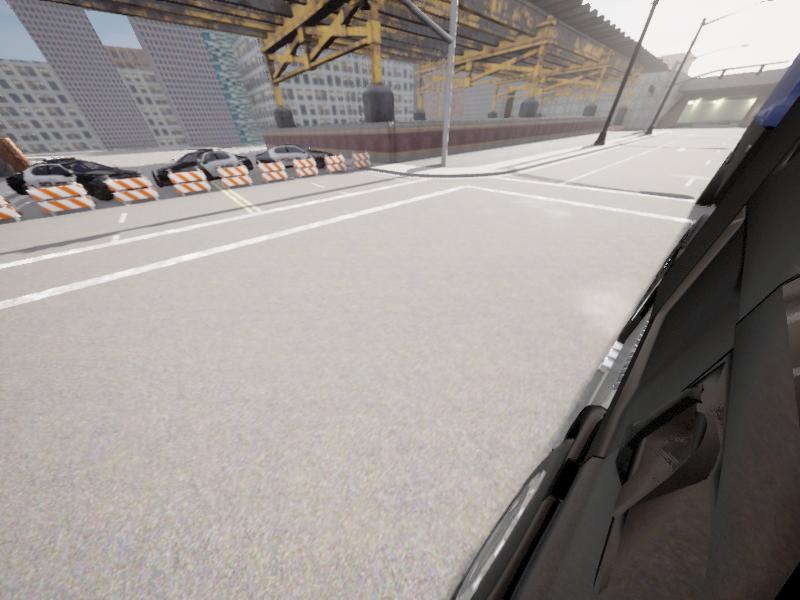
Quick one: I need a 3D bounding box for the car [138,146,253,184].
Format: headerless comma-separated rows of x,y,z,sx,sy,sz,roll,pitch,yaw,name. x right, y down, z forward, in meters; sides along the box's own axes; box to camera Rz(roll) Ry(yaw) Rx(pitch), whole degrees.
-10.725,-7.503,12.642,1.853,1.218,4.536,7,38,12,car

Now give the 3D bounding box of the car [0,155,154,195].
-14.306,-5.593,10.296,4.536,1.218,1.853,1,37,4,car

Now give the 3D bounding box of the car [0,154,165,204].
-14.249,-5.467,10.388,4.974,1.542,2.038,1,37,4,car

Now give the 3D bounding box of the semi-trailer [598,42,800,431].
8.701,-3.587,4.246,14.254,4.402,2.717,-28,44,-30,semi-trailer

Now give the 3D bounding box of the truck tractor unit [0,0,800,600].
2.645,-0.295,0.351,6.516,4.208,3.053,-28,44,-30,truck tractor unit

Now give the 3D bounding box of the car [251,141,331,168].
-7.191,-9.997,15.768,4.536,1.218,1.853,-8,37,-8,car

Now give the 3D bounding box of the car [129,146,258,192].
-10.731,-7.346,12.696,2.038,1.542,4.974,7,38,12,car

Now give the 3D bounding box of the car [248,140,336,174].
-7.135,-9.879,15.870,4.974,1.542,2.038,-8,37,-8,car
